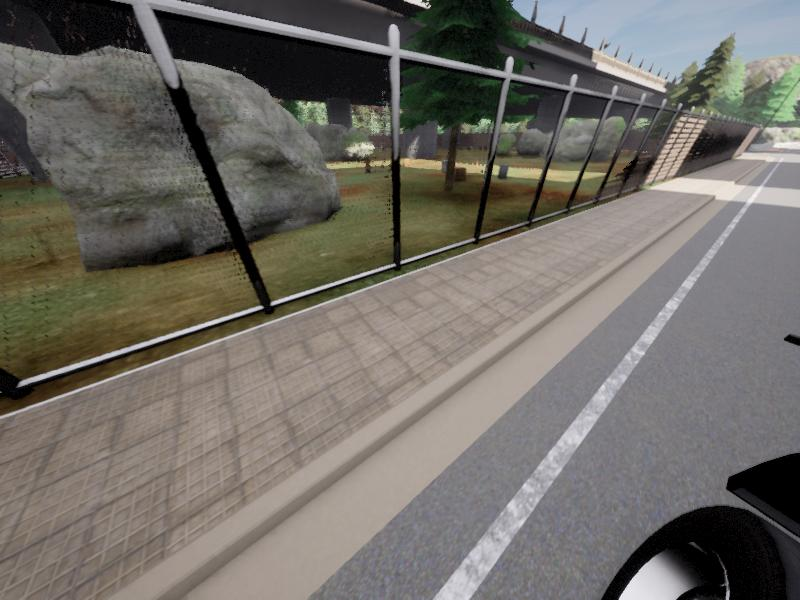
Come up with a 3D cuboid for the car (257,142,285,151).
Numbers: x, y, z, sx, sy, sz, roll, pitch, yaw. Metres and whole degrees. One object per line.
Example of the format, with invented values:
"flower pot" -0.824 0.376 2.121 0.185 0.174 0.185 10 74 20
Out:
"car" -29.909 -35.585 53.626 5.238 1.638 1.930 -22 40 -28
